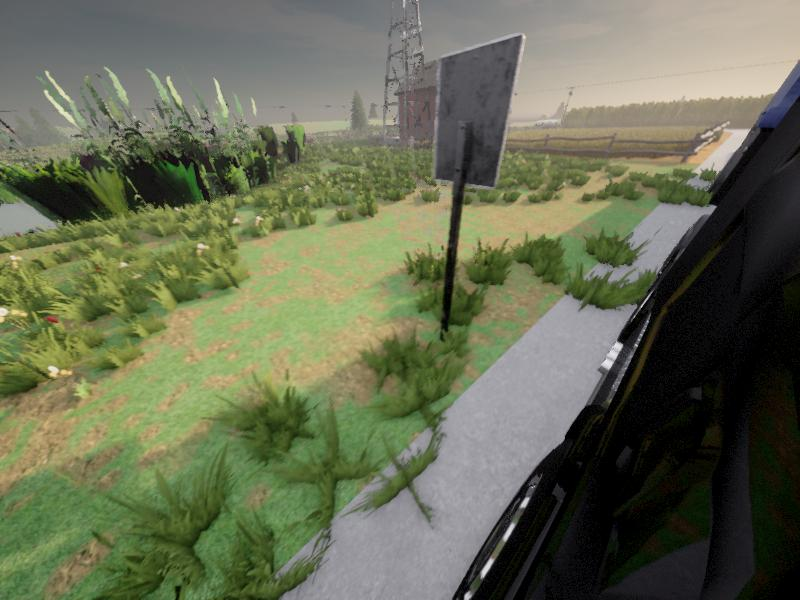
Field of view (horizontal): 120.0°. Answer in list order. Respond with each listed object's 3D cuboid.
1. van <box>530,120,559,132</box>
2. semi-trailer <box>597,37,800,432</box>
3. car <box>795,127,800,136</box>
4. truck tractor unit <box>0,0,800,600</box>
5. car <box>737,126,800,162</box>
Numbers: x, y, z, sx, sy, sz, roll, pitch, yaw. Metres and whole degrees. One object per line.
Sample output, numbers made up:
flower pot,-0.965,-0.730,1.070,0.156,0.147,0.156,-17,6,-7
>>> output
van,31.153,-37.490,49.814,2.069,2.038,4.480,-28,44,-30
semi-trailer,8.729,-3.589,4.189,14.254,4.402,2.717,-28,44,-29
car,39.992,-16.570,21.903,3.806,1.475,1.970,-28,44,-29
truck tractor unit,2.645,-0.295,0.351,6.516,4.208,3.053,-28,44,-30
car,21.197,-8.918,13.077,4.718,1.301,1.895,-28,44,-30
